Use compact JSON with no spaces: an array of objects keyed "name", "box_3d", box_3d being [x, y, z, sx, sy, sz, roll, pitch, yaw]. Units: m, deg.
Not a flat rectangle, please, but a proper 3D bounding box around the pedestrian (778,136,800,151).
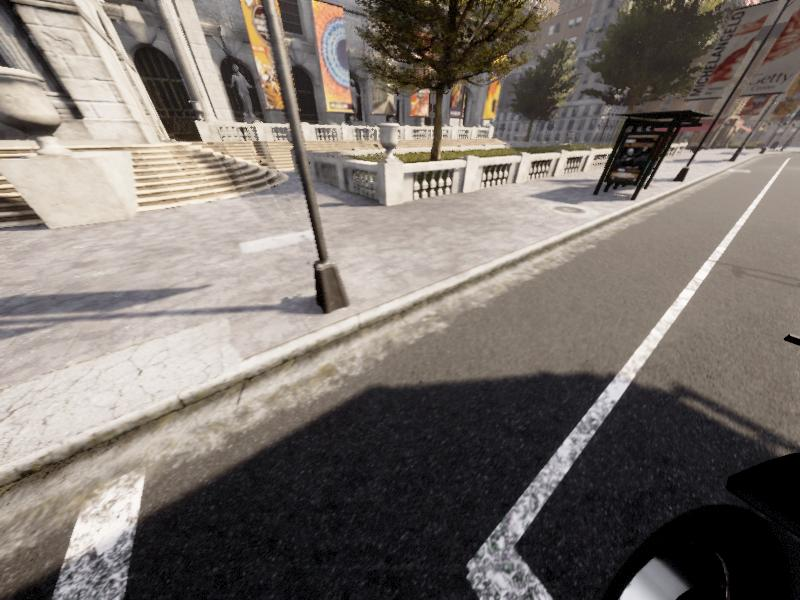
[{"name":"pedestrian","box_3d":[60.498,-24.324,35.915,0.751,1.860,0.751,-3,35,-4]}]
